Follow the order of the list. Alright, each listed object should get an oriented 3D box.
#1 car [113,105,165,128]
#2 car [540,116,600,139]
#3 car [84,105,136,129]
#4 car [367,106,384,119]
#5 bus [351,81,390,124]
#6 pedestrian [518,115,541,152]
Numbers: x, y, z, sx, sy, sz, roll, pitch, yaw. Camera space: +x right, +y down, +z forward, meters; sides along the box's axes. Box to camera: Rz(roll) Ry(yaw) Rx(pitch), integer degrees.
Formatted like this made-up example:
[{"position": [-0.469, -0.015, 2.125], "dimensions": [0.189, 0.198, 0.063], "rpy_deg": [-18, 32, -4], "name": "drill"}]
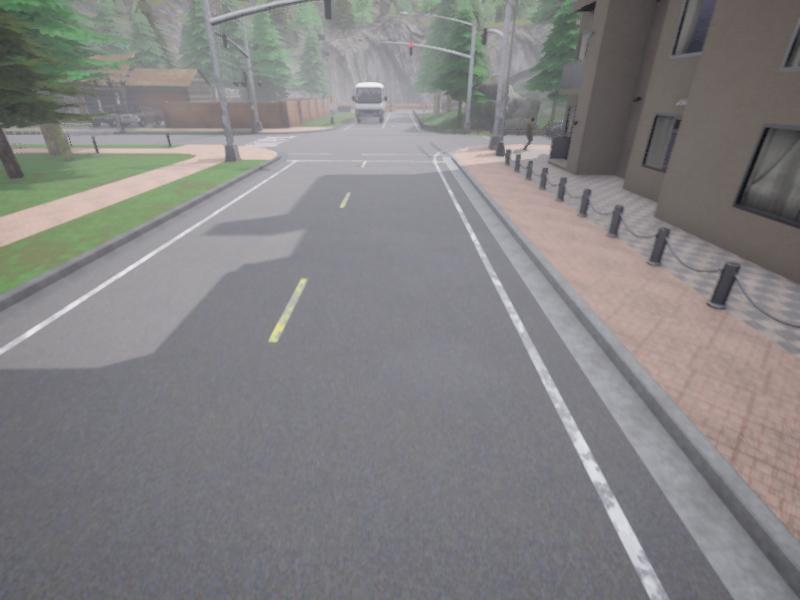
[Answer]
[{"position": [-25.022, -17.734, 38.582], "dimensions": [1.932, 1.855, 4.605], "rpy_deg": [0, 27, -1], "name": "car"}, {"position": [13.236, -13.526, 31.348], "dimensions": [3.633, 1.501, 1.845], "rpy_deg": [0, 27, -1], "name": "car"}, {"position": [-27.526, -17.533, 38.183], "dimensions": [1.905, 1.878, 3.866], "rpy_deg": [0, 27, -1], "name": "car"}, {"position": [-3.505, -27.143, 57.722], "dimensions": [2.128, 1.511, 4.902], "rpy_deg": [0, 27, 0], "name": "car"}, {"position": [-3.380, -24.231, 49.064], "dimensions": [3.944, 4.253, 10.273], "rpy_deg": [0, 27, 0], "name": "bus"}, {"position": [7.155, -9.192, 22.105], "dimensions": [0.751, 1.860, 0.751], "rpy_deg": [-1, 27, -2], "name": "pedestrian"}]
